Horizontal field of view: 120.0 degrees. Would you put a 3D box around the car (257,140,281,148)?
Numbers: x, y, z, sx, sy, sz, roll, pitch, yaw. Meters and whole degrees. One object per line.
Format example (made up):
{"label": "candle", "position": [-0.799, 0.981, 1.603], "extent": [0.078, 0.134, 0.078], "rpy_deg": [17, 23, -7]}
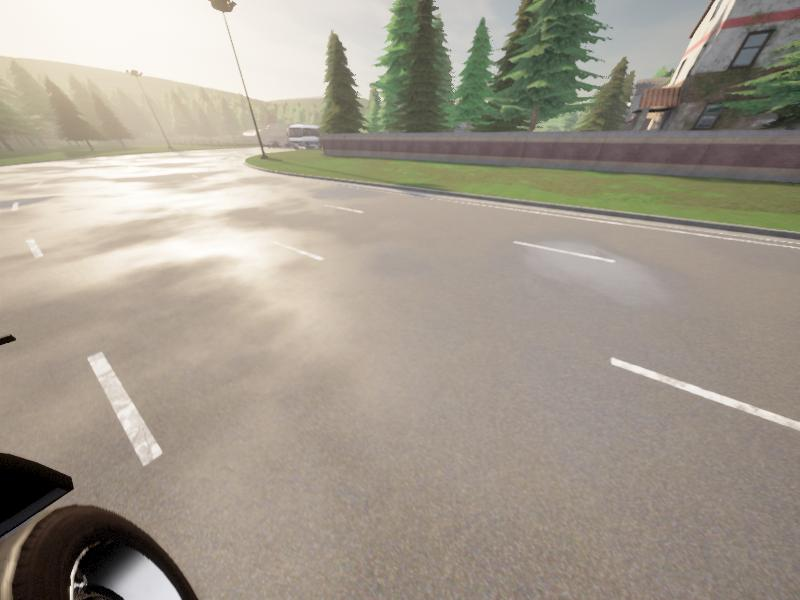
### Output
{"label": "car", "position": [-32.140, -38.306, 56.717], "extent": [2.163, 1.488, 4.792], "rpy_deg": [10, 37, 14]}

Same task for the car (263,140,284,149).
{"label": "car", "position": [-29.529, -36.356, 53.959], "extent": [1.816, 1.474, 4.193], "rpy_deg": [8, 36, 11]}

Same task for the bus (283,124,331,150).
{"label": "bus", "position": [-19.633, -35.178, 49.909], "extent": [3.944, 4.253, 10.273], "rpy_deg": [8, 36, 11]}

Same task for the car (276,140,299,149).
{"label": "car", "position": [-26.035, -36.144, 53.526], "extent": [2.033, 1.649, 4.856], "rpy_deg": [8, 36, 11]}

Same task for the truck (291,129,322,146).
{"label": "truck", "position": [-26.856, -46.880, 66.806], "extent": [2.891, 3.827, 8.468], "rpy_deg": [14, 38, 19]}
